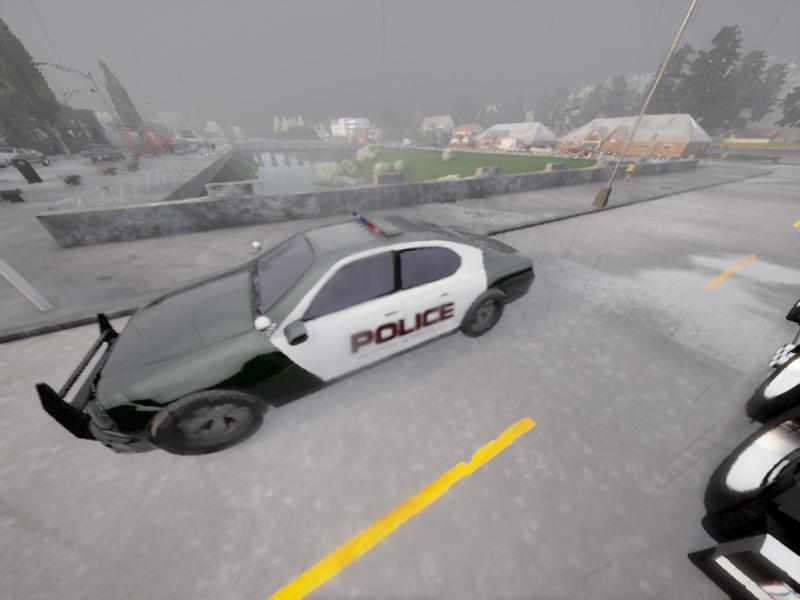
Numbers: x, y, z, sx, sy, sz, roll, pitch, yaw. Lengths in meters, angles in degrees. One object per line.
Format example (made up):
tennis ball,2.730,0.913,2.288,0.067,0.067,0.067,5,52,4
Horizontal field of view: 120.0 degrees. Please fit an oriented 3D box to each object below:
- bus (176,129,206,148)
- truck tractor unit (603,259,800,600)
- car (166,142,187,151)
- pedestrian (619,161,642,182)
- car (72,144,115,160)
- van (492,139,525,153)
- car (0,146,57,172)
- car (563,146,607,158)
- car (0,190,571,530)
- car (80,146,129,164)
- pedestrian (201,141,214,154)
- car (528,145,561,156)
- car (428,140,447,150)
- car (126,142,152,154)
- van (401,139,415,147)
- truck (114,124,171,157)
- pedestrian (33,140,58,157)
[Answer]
bus,-61.216,-47.414,67.941,3.944,4.253,10.273,-17,38,-23
truck tractor unit,5.099,-0.313,0.793,6.516,4.208,3.053,-19,39,-24
car,-49.513,-34.119,51.260,2.038,1.542,4.974,-17,38,-23
pedestrian,14.670,-8.181,14.692,0.500,1.100,0.500,-17,39,-24
car,-40.343,-19.673,30.552,1.851,1.617,3.988,-17,38,-23
van,24.441,-35.004,52.393,2.351,2.431,6.366,-17,38,-23
car,-33.256,-12.221,19.883,2.152,1.651,5.027,-17,38,-23
car,29.904,-24.120,37.571,1.882,1.535,5.008,-17,38,-23
car,-0.656,-0.181,2.918,4.974,1.542,2.038,-17,38,-23
car,-32.431,-16.069,25.551,1.816,1.474,4.193,-17,38,-23
pedestrian,-31.014,-24.628,37.307,0.751,1.860,0.751,-6,35,-8
car,26.515,-27.655,42.634,2.007,1.525,4.514,-17,38,-23
car,10.665,-44.593,66.400,2.150,2.045,5.566,-17,38,-23
car,-48.690,-28.441,43.158,1.851,1.617,3.988,-17,38,-23
van,2.832,-57.807,84.993,2.351,2.431,6.366,-17,38,-23
truck,-40.154,-25.177,36.526,2.891,3.827,8.468,-17,38,-23
pedestrian,-46.773,-20.005,30.532,0.751,1.860,0.751,-10,36,-14
